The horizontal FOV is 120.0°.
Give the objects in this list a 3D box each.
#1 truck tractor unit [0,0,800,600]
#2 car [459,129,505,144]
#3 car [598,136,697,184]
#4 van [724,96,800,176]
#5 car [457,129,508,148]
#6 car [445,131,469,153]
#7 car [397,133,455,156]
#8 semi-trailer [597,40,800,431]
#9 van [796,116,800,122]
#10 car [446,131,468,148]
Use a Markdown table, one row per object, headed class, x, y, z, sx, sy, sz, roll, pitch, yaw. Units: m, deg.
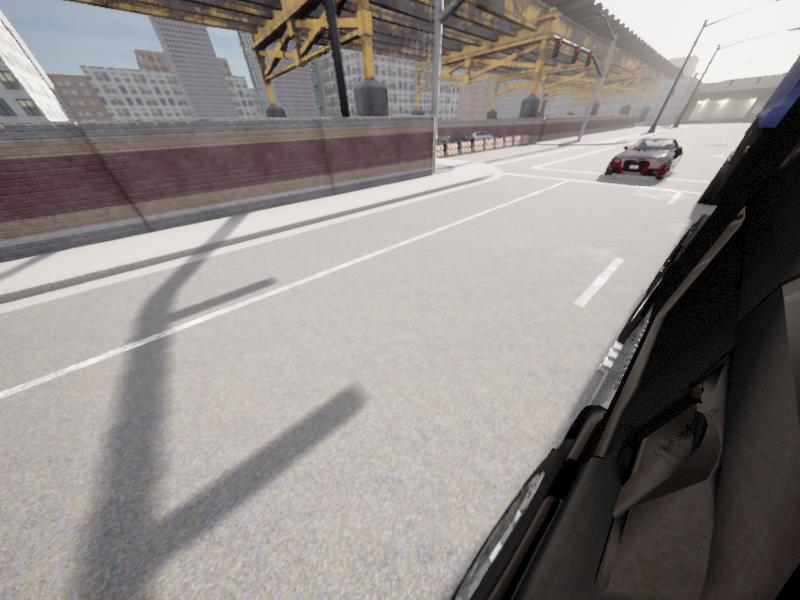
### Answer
| class | x | y | z | sx | sy | sz | roll | pitch | yaw |
| --- | --- | --- | --- | --- | --- | --- | --- | --- | --- |
| truck tractor unit | 2.645 | -0.295 | 0.351 | 6.516 | 4.208 | 3.053 | -28 | 44 | -30 |
| car | 9.389 | -18.865 | 26.600 | 4.536 | 1.218 | 1.853 | -9 | 37 | -8 |
| car | 11.109 | -6.407 | 10.355 | 4.181 | 1.385 | 1.994 | -28 | 44 | -30 |
| van | 17.680 | -7.660 | 10.646 | 5.915 | 2.561 | 1.988 | -28 | 44 | -30 |
| car | 9.446 | -18.747 | 26.701 | 4.974 | 1.542 | 2.038 | -9 | 37 | -8 |
| car | 5.852 | -16.202 | 23.533 | 2.038 | 1.542 | 4.974 | 7 | 38 | 12 |
| car | 2.337 | -14.312 | 21.230 | 4.974 | 1.542 | 2.038 | 0 | 37 | 4 |
| semi-trailer | 8.706 | -3.599 | 4.222 | 14.254 | 4.402 | 2.717 | -28 | 44 | -30 |
| van | 81.193 | -35.874 | 44.303 | 1.988 | 2.561 | 5.915 | 12 | 40 | 19 |
| car | 5.858 | -16.359 | 23.479 | 1.853 | 1.218 | 4.536 | 7 | 38 | 12 |
